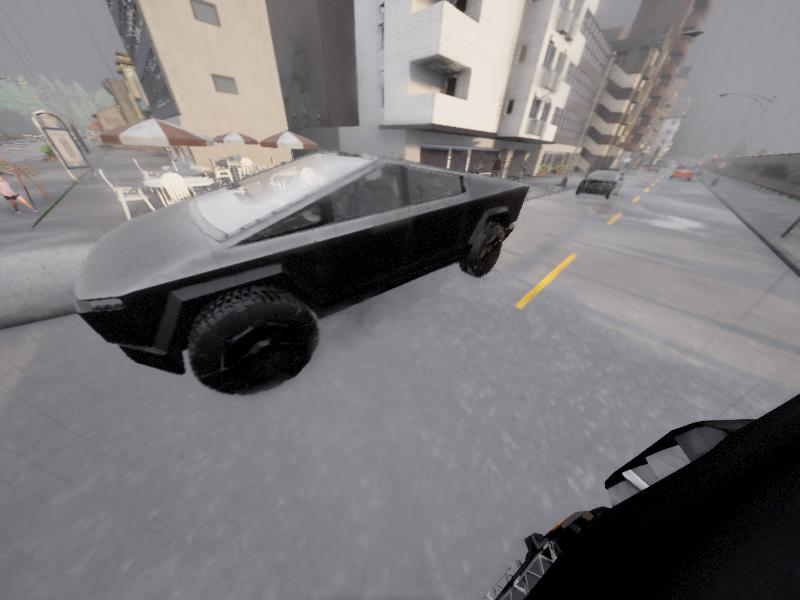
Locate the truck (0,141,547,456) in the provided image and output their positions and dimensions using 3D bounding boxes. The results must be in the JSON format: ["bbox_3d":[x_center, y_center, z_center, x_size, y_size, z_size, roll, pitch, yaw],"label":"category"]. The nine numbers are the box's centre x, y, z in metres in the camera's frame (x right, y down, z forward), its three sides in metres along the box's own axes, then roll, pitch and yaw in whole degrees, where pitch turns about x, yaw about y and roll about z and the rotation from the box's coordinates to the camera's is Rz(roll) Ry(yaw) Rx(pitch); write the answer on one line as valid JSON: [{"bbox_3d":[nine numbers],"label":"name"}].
[{"bbox_3d":[-0.394,-1.195,3.843,6.274,2.098,2.390,-25,43,-35],"label":"truck"}]

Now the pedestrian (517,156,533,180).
[{"bbox_3d":[11.687,-12.326,21.626,0.751,1.860,0.751,20,37,25],"label":"pedestrian"}]

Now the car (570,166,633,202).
[{"bbox_3d":[13.436,-7.829,15.311,5.238,1.638,1.930,-26,43,-36],"label":"car"}]

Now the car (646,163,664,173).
[{"bbox_3d":[53.237,-27.578,48.214,3.633,1.501,1.845,-26,43,-36],"label":"car"}]

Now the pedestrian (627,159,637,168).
[{"bbox_3d":[60.468,-35.526,60.231,0.751,1.860,0.751,2,33,-1],"label":"pedestrian"}]

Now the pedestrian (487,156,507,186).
[{"bbox_3d":[7.136,-9.547,17.088,0.751,1.860,0.751,24,39,29],"label":"pedestrian"}]

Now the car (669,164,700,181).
[{"bbox_3d":[39.850,-17.967,32.455,4.553,1.767,2.097,-26,43,-36],"label":"car"}]

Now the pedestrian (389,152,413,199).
[{"bbox_3d":[0.024,-5.955,11.053,0.751,1.860,0.751,28,41,33],"label":"pedestrian"}]

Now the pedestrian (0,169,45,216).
[{"bbox_3d":[-10.943,-3.000,6.462,0.500,1.100,0.500,3,33,0],"label":"pedestrian"}]

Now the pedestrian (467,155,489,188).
[{"bbox_3d":[5.221,-8.594,15.472,0.751,1.860,0.751,30,42,34],"label":"pedestrian"}]
